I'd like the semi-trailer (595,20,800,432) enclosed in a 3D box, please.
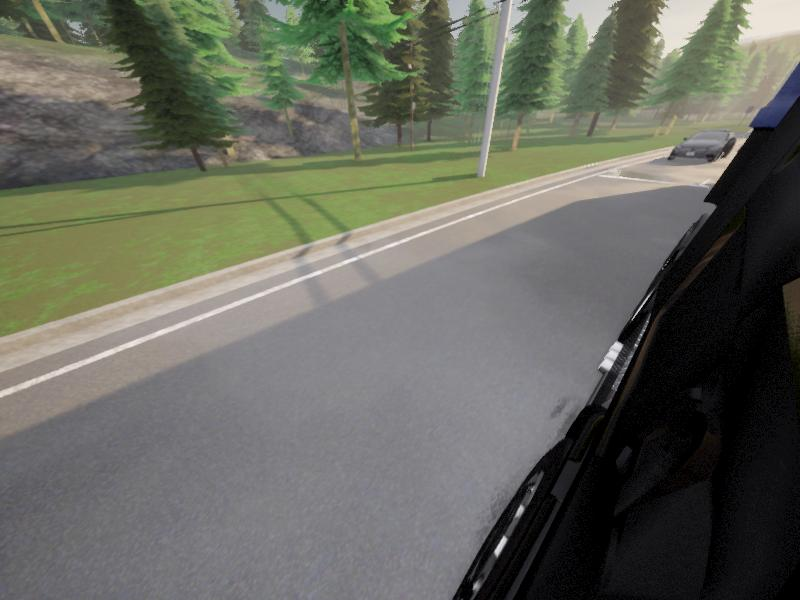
[{"bbox_3d":[8.879,-3.468,4.051,14.254,4.402,2.717,-26,43,-28],"label":"semi-trailer"}]

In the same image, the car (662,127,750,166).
[{"bbox_3d":[17.429,-8.817,13.148,4.674,1.442,1.812,-23,41,-25],"label":"car"}]

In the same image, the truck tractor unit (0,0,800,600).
[{"bbox_3d":[2.645,-0.295,0.352,6.516,4.208,3.053,-28,44,-30],"label":"truck tractor unit"}]

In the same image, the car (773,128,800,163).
[{"bbox_3d":[21.759,-8.162,11.925,3.705,1.549,1.789,-23,41,-25],"label":"car"}]

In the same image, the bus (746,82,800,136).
[{"bbox_3d":[43.849,-20.804,25.202,10.273,4.253,3.944,-22,41,-24],"label":"bus"}]
